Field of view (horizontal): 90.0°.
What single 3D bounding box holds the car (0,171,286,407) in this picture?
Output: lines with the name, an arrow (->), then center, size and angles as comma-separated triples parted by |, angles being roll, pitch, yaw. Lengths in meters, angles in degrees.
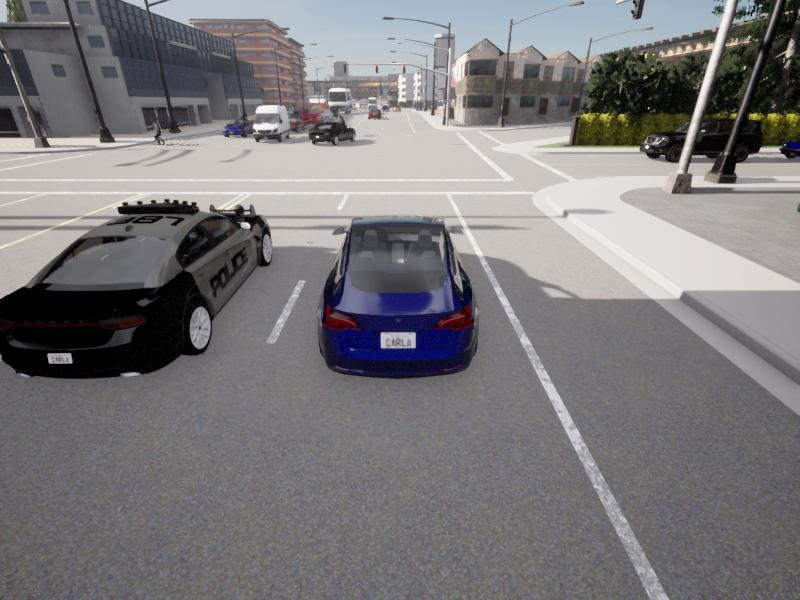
car -> -3.523, -0.753, 6.336 | 1.930, 1.638, 5.238 | 0, 27, 0

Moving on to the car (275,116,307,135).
car -> -10.731, -17.399, 39.765 | 1.812, 1.442, 4.674 | 0, 27, 0

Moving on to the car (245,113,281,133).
car -> -14.269, -18.688, 42.122 | 1.930, 1.638, 5.238 | 0, 27, 0

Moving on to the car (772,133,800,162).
car -> 23.278, -8.124, 21.334 | 4.718, 1.301, 1.895 | 0, 26, 0

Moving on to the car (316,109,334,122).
car -> -10.875, -27.068, 58.561 | 1.812, 1.442, 4.674 | 0, 28, 0

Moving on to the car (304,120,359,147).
car -> -5.028, -12.670, 30.226 | 1.882, 1.535, 5.008 | 9, 28, 17

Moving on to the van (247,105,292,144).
van -> -10.329, -14.208, 32.196 | 1.988, 2.561, 5.915 | -2, 26, -4

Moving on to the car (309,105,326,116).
car -> -14.455, -33.288, 70.214 | 1.882, 1.535, 5.008 | 0, 28, 0

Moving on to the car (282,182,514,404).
car -> -0.031, -0.603, 6.211 | 2.163, 1.488, 4.792 | 0, 27, 0

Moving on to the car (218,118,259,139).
car -> -14.223, -15.254, 35.462 | 1.816, 1.474, 4.193 | 0, 27, 0

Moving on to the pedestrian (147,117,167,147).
pedestrian -> -17.035, -11.788, 28.039 | 0.751, 1.860, 0.751 | -16, 31, -29

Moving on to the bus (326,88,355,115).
bus -> -10.866, -36.934, 74.340 | 3.944, 4.253, 10.273 | 0, 27, 0

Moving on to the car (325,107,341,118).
car -> -10.923, -30.833, 65.612 | 1.816, 1.474, 4.193 | 0, 28, 0

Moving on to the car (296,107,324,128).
car -> -10.808, -22.235, 48.654 | 2.150, 2.045, 5.566 | 0, 27, 0

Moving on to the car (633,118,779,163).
car -> 15.945, -8.467, 21.181 | 5.566, 2.045, 2.150 | 0, 26, 0

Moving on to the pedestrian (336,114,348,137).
pedestrian -> -5.142, -15.392, 35.269 | 0.751, 1.860, 0.751 | -10, 28, -20

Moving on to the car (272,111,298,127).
car -> -14.321, -22.693, 50.091 | 1.882, 1.535, 5.008 | 0, 27, 0

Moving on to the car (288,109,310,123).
car -> -14.369, -26.332, 57.112 | 1.837, 1.490, 4.892 | 0, 28, 0

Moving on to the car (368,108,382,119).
car -> -3.912, -29.625, 63.453 | 1.994, 1.385, 4.181 | 0, 28, 0
